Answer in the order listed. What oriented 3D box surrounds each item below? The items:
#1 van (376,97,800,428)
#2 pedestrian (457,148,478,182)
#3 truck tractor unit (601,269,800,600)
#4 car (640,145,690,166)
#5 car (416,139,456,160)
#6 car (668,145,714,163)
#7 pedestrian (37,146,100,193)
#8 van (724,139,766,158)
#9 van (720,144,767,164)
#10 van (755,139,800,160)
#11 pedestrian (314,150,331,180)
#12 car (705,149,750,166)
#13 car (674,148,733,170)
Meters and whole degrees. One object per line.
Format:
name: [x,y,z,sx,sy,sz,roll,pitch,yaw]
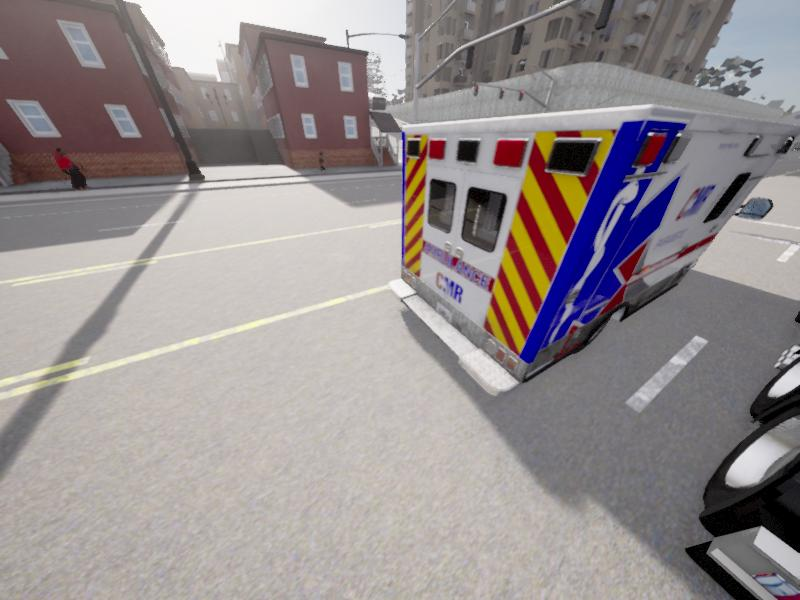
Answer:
van: [3.088,-1.223,3.667,6.366,2.431,2.351,-18,39,-24]
pedestrian: [4.313,-8.691,14.892,0.751,1.860,0.751,-11,36,-15]
truck tractor unit: [5.116,-0.296,0.770,6.516,4.208,3.053,-18,39,-24]
car: [29.892,-16.326,26.031,4.605,1.855,1.932,-17,38,-24]
car: [4.343,-18.861,28.848,1.930,1.638,5.238,-18,44,-24]
car: [36.890,-18.506,29.271,4.553,1.767,2.097,-18,38,-24]
pedestrian: [-15.569,-6.183,10.932,0.751,1.860,0.751,-19,39,-25]
van: [57.526,-25.354,38.539,5.915,2.561,1.988,-18,38,-24]
van: [42.043,-17.930,28.289,4.442,1.987,1.775,-18,39,-24]
van: [58.100,-23.239,35.519,5.915,2.561,1.988,-18,38,-24]
pedestrian: [-5.784,-10.027,17.185,0.751,1.860,0.751,-15,37,-21]
car: [37.089,-16.177,26.146,3.633,1.501,1.845,-18,38,-24]
car: [29.998,-13.972,22.857,4.856,1.649,2.033,-17,38,-24]
